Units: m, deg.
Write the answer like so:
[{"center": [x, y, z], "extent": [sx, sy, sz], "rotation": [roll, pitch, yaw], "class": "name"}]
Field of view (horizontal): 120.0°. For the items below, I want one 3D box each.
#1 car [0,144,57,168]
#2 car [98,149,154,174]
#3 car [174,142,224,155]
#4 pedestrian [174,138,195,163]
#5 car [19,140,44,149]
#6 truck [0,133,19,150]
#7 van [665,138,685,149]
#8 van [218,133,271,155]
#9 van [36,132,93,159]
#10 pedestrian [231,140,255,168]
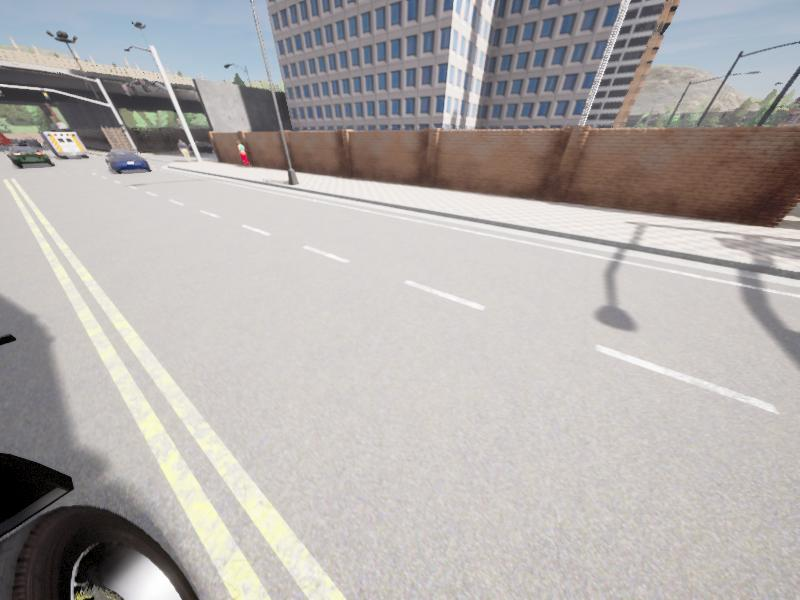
[{"center": [-32.477, -12.607, 20.116], "extent": [4.974, 1.542, 2.038], "rotation": [21, 40, 27], "class": "car"}, {"center": [-20.980, -10.681, 17.688], "extent": [4.181, 1.385, 1.994], "rotation": [26, 43, 31], "class": "car"}, {"center": [-28.856, -21.904, 33.337], "extent": [1.837, 1.490, 4.892], "rotation": [22, 41, 28], "class": "car"}, {"center": [-19.783, -13.728, 21.249], "extent": [0.751, 1.860, 0.751], "rotation": [-23, 41, -29], "class": "pedestrian"}, {"center": [-73.932, -31.264, 46.385], "extent": [4.181, 1.385, 1.994], "rotation": [21, 40, 27], "class": "car"}, {"center": [-72.592, -28.748, 41.886], "extent": [5.204, 2.467, 2.627], "rotation": [21, 40, 27], "class": "truck"}, {"center": [81.389, -46.453, 68.363], "extent": [1.988, 2.561, 5.915], "rotation": [22, 40, 27], "class": "van"}, {"center": [-23.153, -23.534, 34.797], "extent": [1.988, 2.561, 5.915], "rotation": [22, 40, 27], "class": "van"}, {"center": [-39.303, -18.084, 27.066], "extent": [6.366, 2.431, 2.351], "rotation": [21, 40, 27], "class": "van"}, {"center": [-12.416, -11.561, 18.283], "extent": [0.751, 1.860, 0.751], "rotation": [20, 40, 25], "class": "pedestrian"}]
